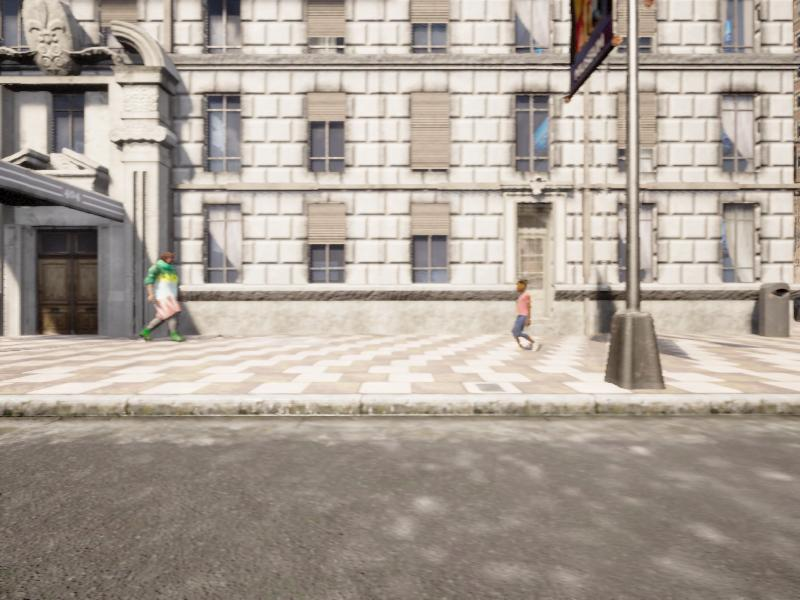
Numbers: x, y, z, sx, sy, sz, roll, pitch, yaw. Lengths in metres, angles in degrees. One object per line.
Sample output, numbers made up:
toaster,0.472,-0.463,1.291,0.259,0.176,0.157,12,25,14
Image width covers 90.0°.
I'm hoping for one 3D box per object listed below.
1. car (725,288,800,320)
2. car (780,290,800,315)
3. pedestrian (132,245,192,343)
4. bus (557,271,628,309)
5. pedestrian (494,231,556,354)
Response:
car,19.889,0.200,21.002,2.007,1.525,4.514,0,0,0
car,26.873,0.162,24.674,1.801,1.575,5.366,0,0,0
pedestrian,-4.720,-0.108,7.976,0.751,1.860,0.751,0,0,-2
bus,23.609,-1.168,49.949,3.944,4.253,10.273,0,0,0
pedestrian,1.988,-0.118,6.443,0.751,1.860,0.751,0,0,-1
